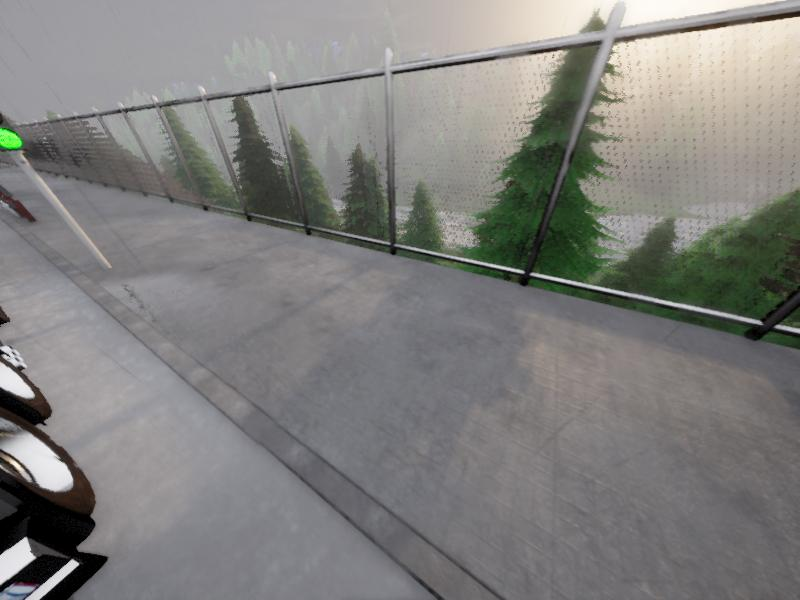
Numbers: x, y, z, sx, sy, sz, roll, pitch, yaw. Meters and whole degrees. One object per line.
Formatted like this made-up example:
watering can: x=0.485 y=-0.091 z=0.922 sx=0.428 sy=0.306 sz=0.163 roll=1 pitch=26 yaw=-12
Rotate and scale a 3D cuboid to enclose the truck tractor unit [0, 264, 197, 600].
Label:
truck tractor unit: x=-5.113 y=-0.298 z=0.783 sx=6.516 sy=4.208 sz=3.053 roll=18 pitch=39 yaw=24
